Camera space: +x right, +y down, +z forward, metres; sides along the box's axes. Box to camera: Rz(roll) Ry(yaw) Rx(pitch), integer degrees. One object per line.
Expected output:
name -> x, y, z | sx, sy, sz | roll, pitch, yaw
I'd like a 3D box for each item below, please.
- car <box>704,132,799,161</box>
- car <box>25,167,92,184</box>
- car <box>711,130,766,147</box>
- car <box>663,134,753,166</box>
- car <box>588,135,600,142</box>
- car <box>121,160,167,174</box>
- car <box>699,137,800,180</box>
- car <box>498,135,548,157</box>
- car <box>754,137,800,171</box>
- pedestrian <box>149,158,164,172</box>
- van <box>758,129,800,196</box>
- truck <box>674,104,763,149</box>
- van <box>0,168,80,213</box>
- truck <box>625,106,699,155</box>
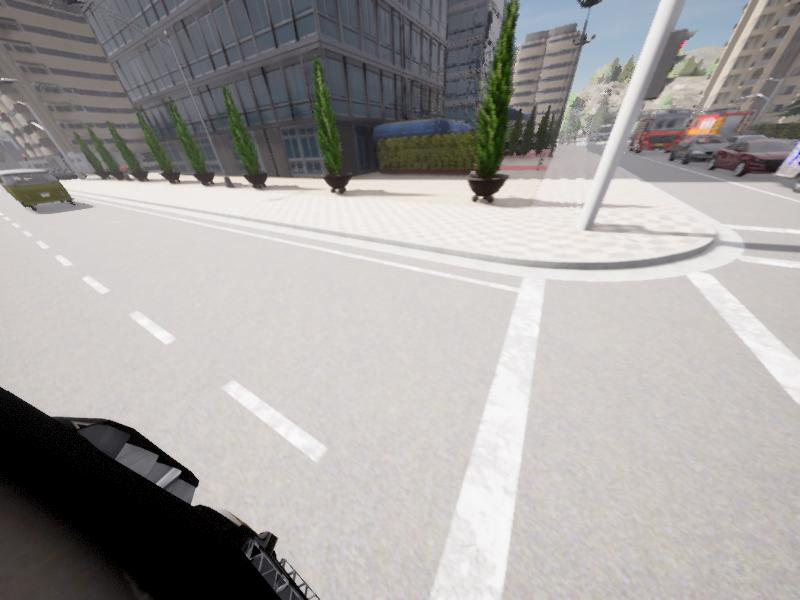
car -> 26.687, -11.952, 17.903 | 1.930, 1.638, 5.238 | 16, 38, 25
car -> -45.927, -16.882, 31.245 | 2.007, 1.525, 4.514 | 4, 35, 12
car -> 43.007, -20.680, 29.586 | 2.128, 1.511, 4.902 | 16, 38, 26
car -> 21.734, -10.853, 16.661 | 2.242, 1.667, 4.611 | 16, 38, 26
car -> 59.765, -49.792, 71.168 | 2.033, 1.649, 4.856 | 16, 38, 26
car -> -46.871, -24.462, 42.426 | 1.930, 1.638, 5.238 | 16, 38, 26
car -> 18.484, -7.468, 12.039 | 1.882, 1.535, 5.008 | 16, 38, 26
car -> 16.390, -20.554, 30.830 | 6.274, 2.098, 2.390 | -20, 37, -23
car -> 23.256, -8.305, 13.032 | 1.994, 1.385, 4.181 | 17, 39, 27
pedestrian -> -38.186, -21.139, 36.273 | 0.751, 1.860, 0.751 | 23, 42, 33
van -> 14.733, -4.015, 6.442 | 2.351, 2.431, 6.366 | 16, 38, 26
truck -> 38.688, -21.229, 28.688 | 2.891, 3.827, 8.468 | 16, 38, 26
van -> -21.615, -6.579, 13.648 | 4.442, 1.987, 1.775 | 16, 38, 26
truck -> 28.814, -18.884, 26.032 | 2.891, 3.827, 8.468 | 18, 39, 28
